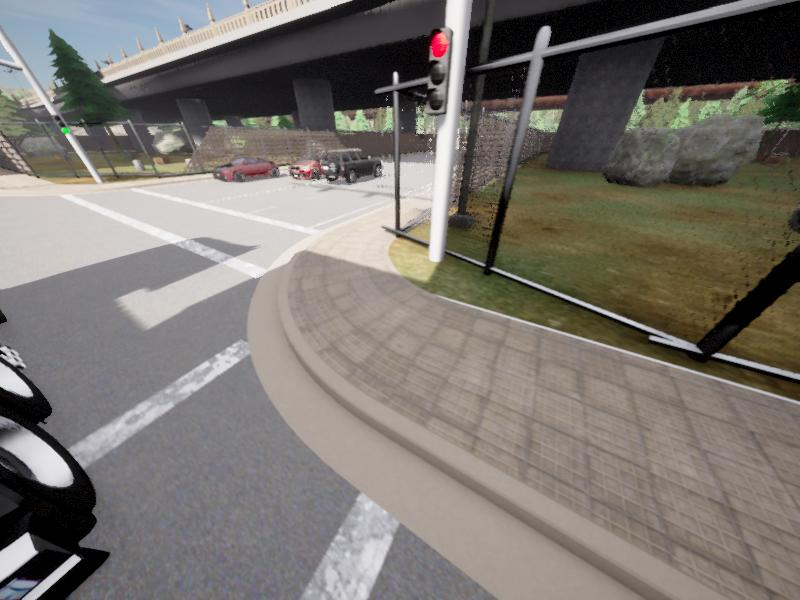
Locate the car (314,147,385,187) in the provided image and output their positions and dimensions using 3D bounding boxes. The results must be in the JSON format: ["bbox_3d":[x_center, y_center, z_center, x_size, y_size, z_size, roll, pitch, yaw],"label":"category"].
[{"bbox_3d":[-3.086,-8.975,15.359,1.932,1.855,4.605,18,39,24],"label":"car"}]

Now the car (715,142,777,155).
[{"bbox_3d":[57.046,-25.135,38.308,5.238,1.638,1.930,18,39,25],"label":"car"}]

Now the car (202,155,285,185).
[{"bbox_3d":[-10.705,-9.185,16.163,1.994,1.385,4.181,18,39,24],"label":"car"}]

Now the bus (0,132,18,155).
[{"bbox_3d":[-84.394,-30.215,44.384,3.944,4.253,10.273,18,39,24],"label":"bus"}]

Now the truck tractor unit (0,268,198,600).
[{"bbox_3d":[-5.126,-0.284,0.772,6.516,4.208,3.053,18,39,24],"label":"truck tractor unit"}]
